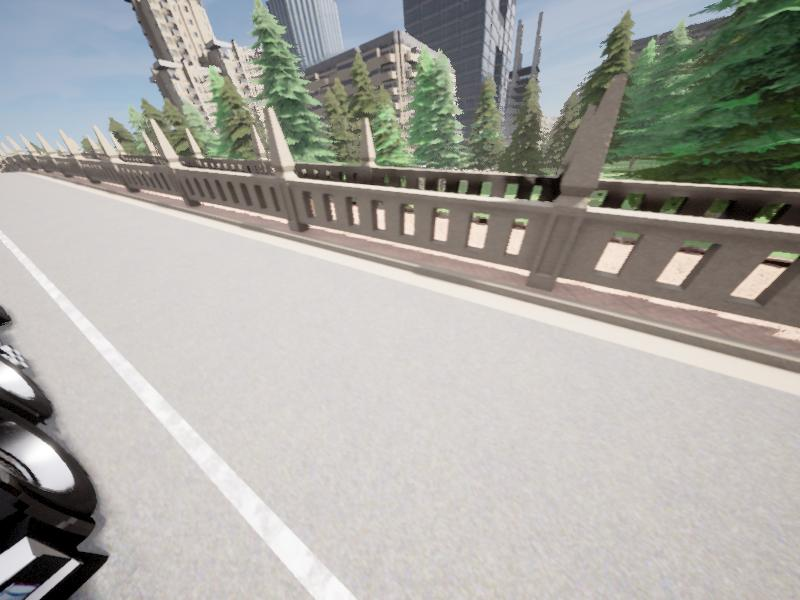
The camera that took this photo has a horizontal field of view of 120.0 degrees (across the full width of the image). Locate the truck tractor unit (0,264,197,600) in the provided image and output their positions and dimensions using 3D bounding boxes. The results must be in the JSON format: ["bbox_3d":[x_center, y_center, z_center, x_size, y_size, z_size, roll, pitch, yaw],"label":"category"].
[{"bbox_3d":[-5.112,-0.299,0.780,6.516,4.208,3.053,18,39,24],"label":"truck tractor unit"}]
